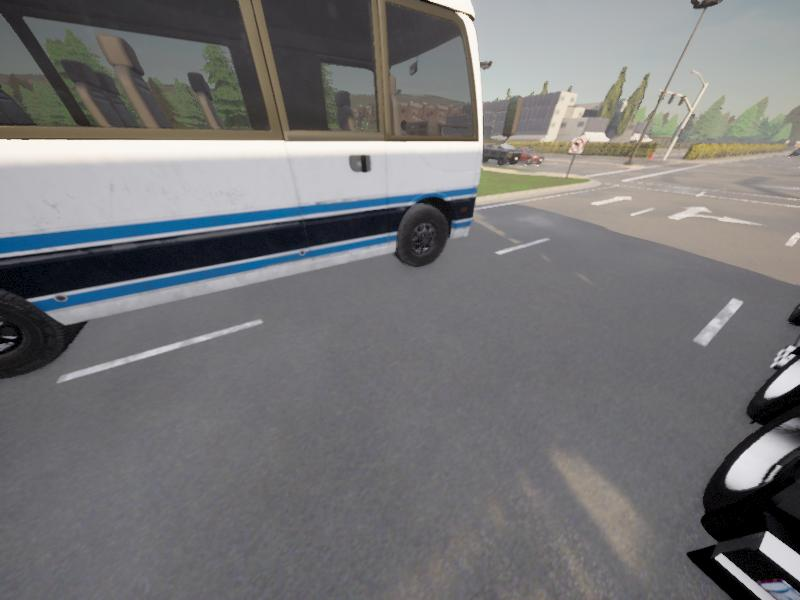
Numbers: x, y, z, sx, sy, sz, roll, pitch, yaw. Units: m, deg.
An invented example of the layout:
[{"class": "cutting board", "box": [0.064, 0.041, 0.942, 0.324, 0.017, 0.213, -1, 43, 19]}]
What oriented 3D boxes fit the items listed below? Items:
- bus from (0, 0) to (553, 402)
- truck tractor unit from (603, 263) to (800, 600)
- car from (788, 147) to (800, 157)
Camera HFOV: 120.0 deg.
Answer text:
[{"class": "bus", "box": [-3.313, -2.258, 3.507, 10.273, 4.253, 3.944, -18, 39, -25]}, {"class": "truck tractor unit", "box": [5.112, -0.297, 0.796, 6.516, 4.208, 3.053, -18, 39, -24]}, {"class": "car", "box": [78.104, -28.731, 44.780, 4.902, 1.511, 2.128, -18, 39, -24]}]
